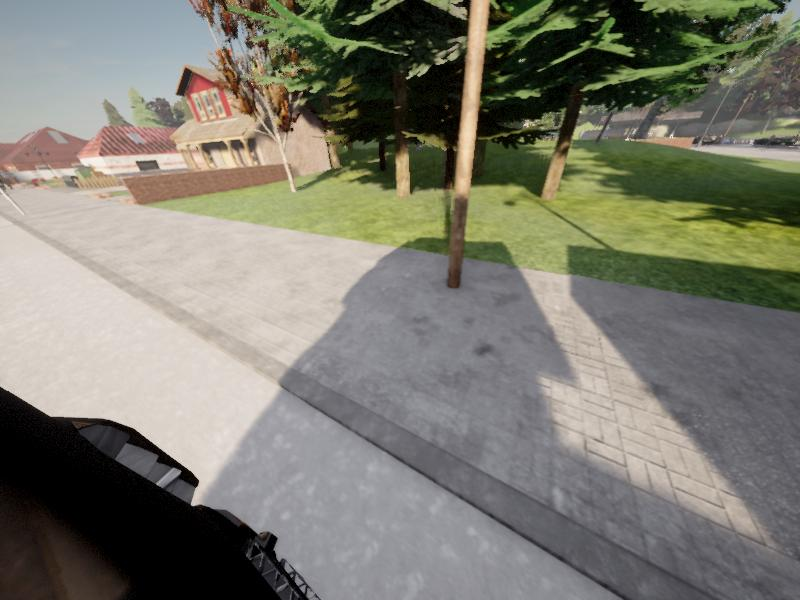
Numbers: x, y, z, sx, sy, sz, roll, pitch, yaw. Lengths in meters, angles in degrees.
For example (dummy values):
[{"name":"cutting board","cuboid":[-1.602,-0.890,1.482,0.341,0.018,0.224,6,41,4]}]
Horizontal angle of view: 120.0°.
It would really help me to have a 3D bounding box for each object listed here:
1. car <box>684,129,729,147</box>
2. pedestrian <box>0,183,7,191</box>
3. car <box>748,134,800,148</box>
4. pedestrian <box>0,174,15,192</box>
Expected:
[{"name":"car","cuboid":[49.554,-26.170,37.549,2.152,1.651,5.027,13,29,22]},{"name":"pedestrian","cuboid":[-42.599,-12.420,24.068,0.751,1.860,0.751,15,38,25]},{"name":"car","cuboid":[48.964,-20.865,30.289,1.895,1.301,4.718,15,38,25]},{"name":"pedestrian","cuboid":[-40.477,-12.005,23.276,0.751,1.860,0.751,11,36,20]}]
